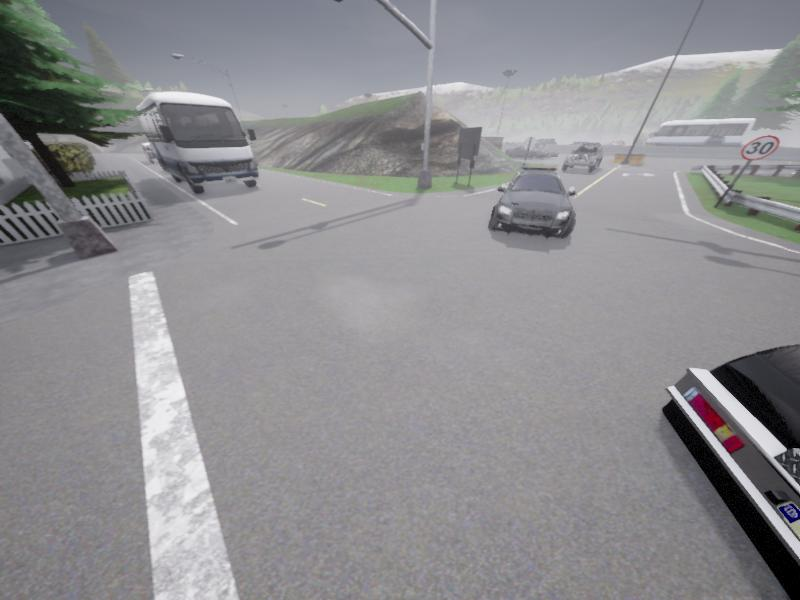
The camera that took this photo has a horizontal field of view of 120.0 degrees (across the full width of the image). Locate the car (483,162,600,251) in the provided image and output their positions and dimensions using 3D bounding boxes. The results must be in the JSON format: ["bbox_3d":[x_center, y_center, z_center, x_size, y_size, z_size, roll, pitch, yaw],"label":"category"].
[{"bbox_3d":[4.217,-3.345,7.416,2.038,1.542,4.974,14,37,20],"label":"car"}]

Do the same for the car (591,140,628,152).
[{"bbox_3d":[39.539,-29.131,43.696,4.611,1.667,2.242,28,44,34],"label":"car"}]

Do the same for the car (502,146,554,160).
[{"bbox_3d":[16.568,-19.204,30.073,5.357,1.411,2.033,28,44,34],"label":"car"}]

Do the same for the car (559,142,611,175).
[{"bbox_3d":[14.086,-10.859,17.509,1.932,1.855,4.605,27,43,33],"label":"car"}]

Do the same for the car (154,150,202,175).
[{"bbox_3d":[-19.415,-12.056,20.152,4.514,1.525,2.007,28,44,34],"label":"car"}]

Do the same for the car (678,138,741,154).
[{"bbox_3d":[48.635,-24.409,36.585,5.566,2.045,2.150,28,44,34],"label":"car"}]

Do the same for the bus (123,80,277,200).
[{"bbox_3d":[-12.296,-9.420,13.984,10.273,4.253,3.944,28,44,34],"label":"bus"}]

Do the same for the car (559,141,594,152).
[{"bbox_3d":[33.770,-29.452,44.240,4.856,1.649,2.033,27,44,33],"label":"car"}]

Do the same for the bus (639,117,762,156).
[{"bbox_3d":[44.439,-24.693,35.115,10.273,4.253,3.944,28,44,34],"label":"bus"}]

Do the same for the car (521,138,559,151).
[{"bbox_3d":[27.283,-30.335,45.170,5.566,2.045,2.150,27,43,35],"label":"car"}]

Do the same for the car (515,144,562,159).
[{"bbox_3d":[19.097,-20.677,32.016,4.974,1.542,2.038,28,44,34],"label":"car"}]
